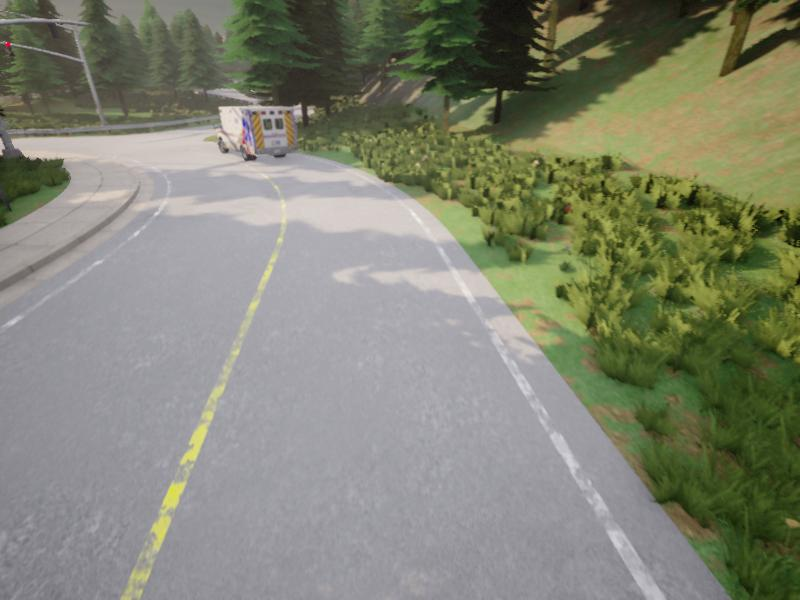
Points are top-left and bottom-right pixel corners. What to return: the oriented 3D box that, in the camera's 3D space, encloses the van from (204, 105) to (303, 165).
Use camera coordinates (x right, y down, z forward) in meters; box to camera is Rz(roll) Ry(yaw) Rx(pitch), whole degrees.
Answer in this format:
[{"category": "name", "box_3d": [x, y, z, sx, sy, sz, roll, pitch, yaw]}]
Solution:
[{"category": "van", "box_3d": [-7.892, -8.920, 21.244, 2.351, 2.431, 6.366, -22, 34, -35]}]
